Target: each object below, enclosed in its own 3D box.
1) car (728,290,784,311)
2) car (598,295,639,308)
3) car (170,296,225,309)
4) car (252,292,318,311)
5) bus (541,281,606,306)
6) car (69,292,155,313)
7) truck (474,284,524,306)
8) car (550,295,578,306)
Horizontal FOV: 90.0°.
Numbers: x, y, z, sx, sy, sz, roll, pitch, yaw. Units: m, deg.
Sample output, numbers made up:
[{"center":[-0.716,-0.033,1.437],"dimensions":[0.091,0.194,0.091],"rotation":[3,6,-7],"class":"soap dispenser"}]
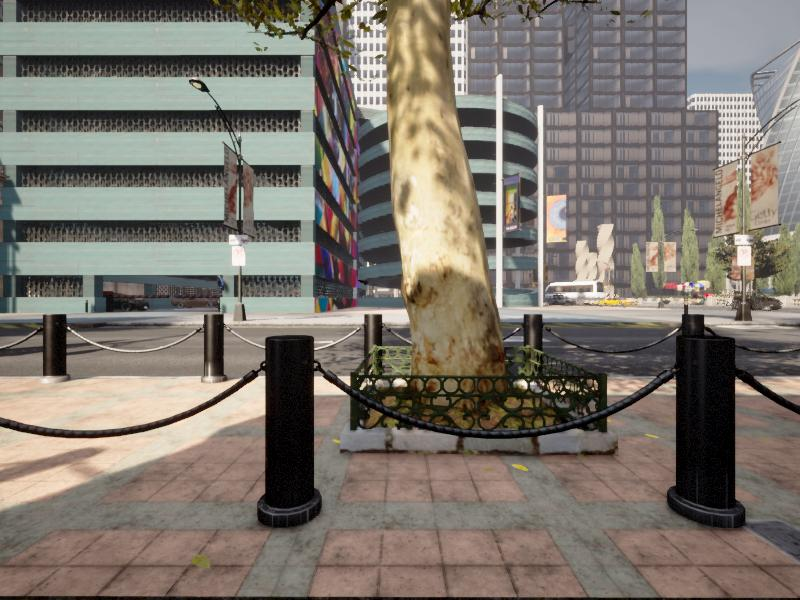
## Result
[{"center":[33.521,0.045,37.823],"dimensions":[1.905,1.878,3.866],"rotation":[0,0,0],"class":"car"},{"center":[29.212,0.200,53.686],"dimensions":[1.801,1.575,5.366],"rotation":[0,0,-13],"class":"car"},{"center":[-20.752,0.207,41.191],"dimensions":[4.718,1.301,1.895],"rotation":[0,0,0],"class":"car"},{"center":[-9.593,0.117,33.684],"dimensions":[4.902,1.511,2.128],"rotation":[0,0,0],"class":"car"},{"center":[31.641,-1.139,73.465],"dimensions":[3.944,4.253,10.273],"rotation":[0,0,-39],"class":"bus"},{"center":[-21.193,0.157,29.591],"dimensions":[4.786,1.482,2.161],"rotation":[0,0,0],"class":"car"},{"center":[17.957,-0.925,72.953],"dimensions":[8.468,3.827,2.891],"rotation":[0,0,44],"class":"truck"},{"center":[27.546,0.057,67.289],"dimensions":[1.905,1.878,3.866],"rotation":[0,0,-32],"class":"car"}]
